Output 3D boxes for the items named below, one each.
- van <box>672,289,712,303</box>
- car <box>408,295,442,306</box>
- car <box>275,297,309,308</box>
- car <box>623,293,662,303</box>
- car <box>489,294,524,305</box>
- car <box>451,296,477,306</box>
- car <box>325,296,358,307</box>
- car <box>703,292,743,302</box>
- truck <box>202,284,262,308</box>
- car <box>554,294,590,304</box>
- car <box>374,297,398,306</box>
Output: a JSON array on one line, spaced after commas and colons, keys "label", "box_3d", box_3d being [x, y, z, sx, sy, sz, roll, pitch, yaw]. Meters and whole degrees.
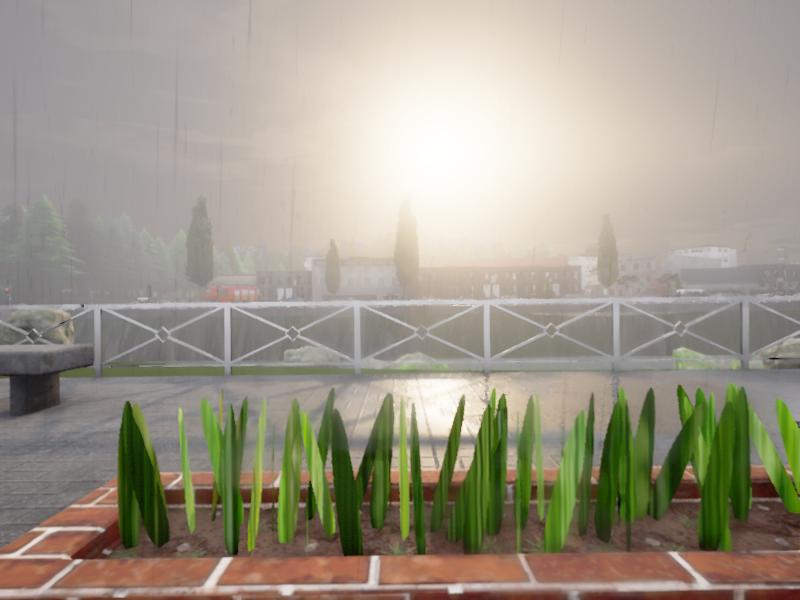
[{"label": "van", "box_3d": [44.109, -0.558, 60.414, 4.480, 2.038, 2.069, -1, 0, 0]}, {"label": "car", "box_3d": [3.962, 0.103, 64.363, 5.238, 1.638, 1.930, -1, 0, 0]}, {"label": "car", "box_3d": [-17.367, 0.358, 64.339, 4.856, 1.649, 2.033, -1, 0, 0]}, {"label": "car", "box_3d": [39.005, -0.277, 64.407, 4.974, 1.542, 2.038, -1, 0, 0]}, {"label": "car", "box_3d": [17.102, -0.049, 64.379, 5.238, 1.638, 1.930, -1, 0, 0]}, {"label": "car", "box_3d": [10.227, 0.113, 64.367, 3.806, 1.475, 1.970, -1, 0, 0]}, {"label": "car", "box_3d": [-9.386, 0.268, 64.345, 5.027, 1.651, 2.152, -1, 0, 0]}, {"label": "car", "box_3d": [51.958, -0.400, 64.422, 5.008, 1.535, 1.882, -1, 0, 0]}, {"label": "truck", "box_3d": [-26.874, -0.631, 64.327, 8.468, 3.827, 2.891, -1, 0, 0]}, {"label": "car", "box_3d": [27.611, -0.173, 64.393, 4.856, 1.649, 2.033, -1, 0, 0]}, {"label": "car", "box_3d": [-2.238, 0.258, 64.350, 3.806, 1.475, 1.970, -1, 0, 0]}]
